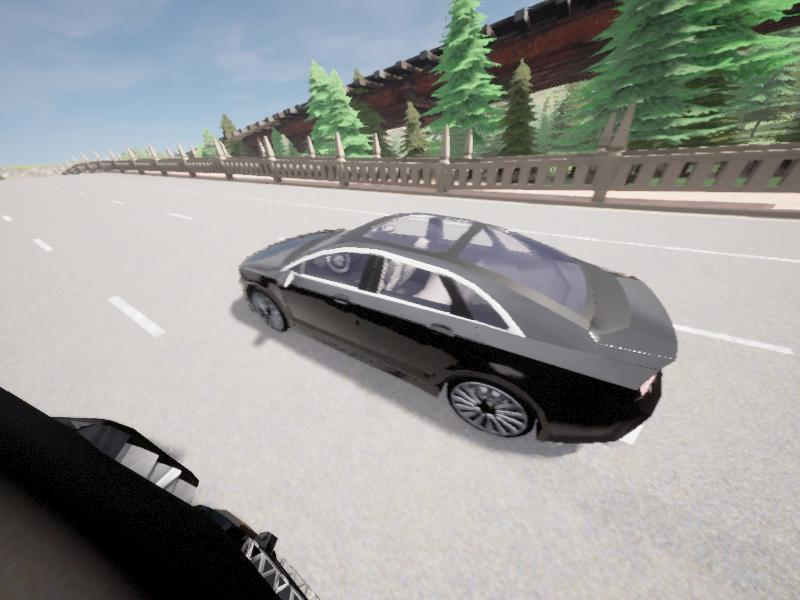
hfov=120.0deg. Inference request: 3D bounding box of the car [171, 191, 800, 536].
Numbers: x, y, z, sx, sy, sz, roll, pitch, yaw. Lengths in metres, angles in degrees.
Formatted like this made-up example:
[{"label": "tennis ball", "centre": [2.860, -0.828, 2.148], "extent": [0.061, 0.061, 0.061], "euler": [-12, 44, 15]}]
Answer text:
[{"label": "car", "centre": [-0.070, -0.232, 2.905], "extent": [4.902, 1.511, 2.128], "euler": [17, 38, 25]}]
